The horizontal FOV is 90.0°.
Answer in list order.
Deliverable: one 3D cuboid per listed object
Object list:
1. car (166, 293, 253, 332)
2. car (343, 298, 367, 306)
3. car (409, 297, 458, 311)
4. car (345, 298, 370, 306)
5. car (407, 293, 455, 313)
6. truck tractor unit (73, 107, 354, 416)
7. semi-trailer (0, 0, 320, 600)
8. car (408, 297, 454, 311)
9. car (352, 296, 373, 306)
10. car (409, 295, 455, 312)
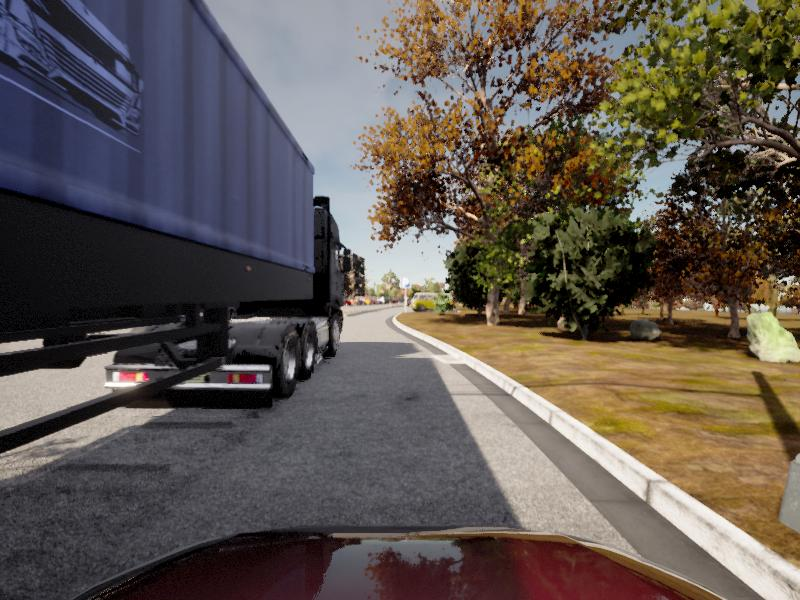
[{"bbox_3d":[-8.484,0.459,18.261,1.816,1.474,4.193,2,1,2],"label":"car"},{"bbox_3d":[-9.725,0.475,86.049,5.008,1.535,2.097,-1,0,-11],"label":"car"},{"bbox_3d":[3.943,0.500,47.143,5.366,1.575,1.946,1,0,-15],"label":"car"},{"bbox_3d":[-9.408,0.469,88.981,5.366,1.575,1.946,-1,0,-11],"label":"car"},{"bbox_3d":[3.168,0.288,41.159,4.442,1.987,1.878,1,0,-15],"label":"car"},{"bbox_3d":[-2.943,-0.577,8.755,3.053,4.208,6.516,1,1,0],"label":"truck tractor unit"},{"bbox_3d":[-2.940,-0.626,0.850,2.717,4.402,14.254,0,0,0],"label":"semi-trailer"},{"bbox_3d":[3.856,0.489,49.993,5.366,1.575,1.946,1,0,-14],"label":"car"},{"bbox_3d":[-8.619,0.234,92.018,4.442,1.987,1.878,-1,0,-11],"label":"car"},{"bbox_3d":[3.479,0.382,44.137,4.553,1.767,2.185,1,0,-15],"label":"car"}]
